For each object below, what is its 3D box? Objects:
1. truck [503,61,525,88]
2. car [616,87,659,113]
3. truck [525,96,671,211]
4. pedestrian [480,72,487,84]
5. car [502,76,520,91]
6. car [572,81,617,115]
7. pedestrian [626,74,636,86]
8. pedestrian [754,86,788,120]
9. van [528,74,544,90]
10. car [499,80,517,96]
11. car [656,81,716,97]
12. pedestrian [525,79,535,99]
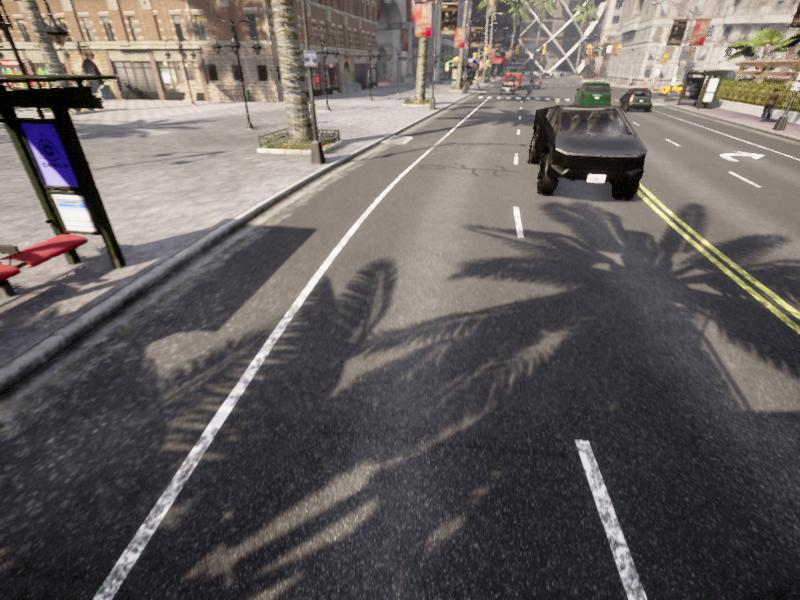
[{"bbox_3d":[19.228,-38.101,67.462,2.891,3.827,8.468,8,31,13],"label":"truck"},{"bbox_3d":[18.856,-16.037,31.999,1.851,1.617,3.988,8,31,13],"label":"car"},{"bbox_3d":[5.387,-4.777,12.135,2.390,2.098,6.274,6,31,10],"label":"truck"},{"bbox_3d":[15.792,-41.943,75.570,0.751,1.860,0.751,22,37,32],"label":"pedestrian"},{"bbox_3d":[16.264,-31.676,58.474,2.097,1.767,4.553,8,31,13],"label":"car"},{"bbox_3d":[14.948,-15.768,31.058,2.150,2.045,5.566,9,31,14],"label":"car"},{"bbox_3d":[40.006,-38.113,69.327,0.751,1.860,0.751,3,30,5],"label":"pedestrian"},{"bbox_3d":[23.530,-12.496,25.414,0.751,1.860,0.751,9,31,14],"label":"pedestrian"},{"bbox_3d":[20.597,-33.069,60.708,1.775,1.987,4.442,8,31,13],"label":"van"},{"bbox_3d":[13.213,-25.871,48.764,1.789,1.549,3.705,8,31,13],"label":"car"},{"bbox_3d":[34.658,-25.630,48.624,5.366,1.575,1.801,8,31,12],"label":"car"},{"bbox_3d":[13.904,-22.592,42.827,0.751,1.860,0.751,7,31,11],"label":"pedestrian"}]
